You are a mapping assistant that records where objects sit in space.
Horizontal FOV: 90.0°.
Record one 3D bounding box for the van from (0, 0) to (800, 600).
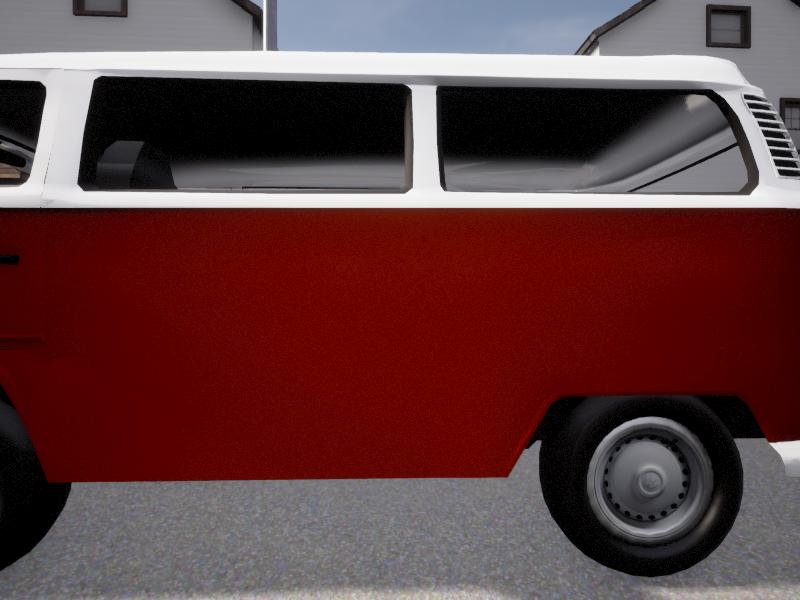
[{"bbox_3d":[-0.423,-0.028,2.192,4.480,2.038,2.069,0,0,-2],"label":"van"}]
